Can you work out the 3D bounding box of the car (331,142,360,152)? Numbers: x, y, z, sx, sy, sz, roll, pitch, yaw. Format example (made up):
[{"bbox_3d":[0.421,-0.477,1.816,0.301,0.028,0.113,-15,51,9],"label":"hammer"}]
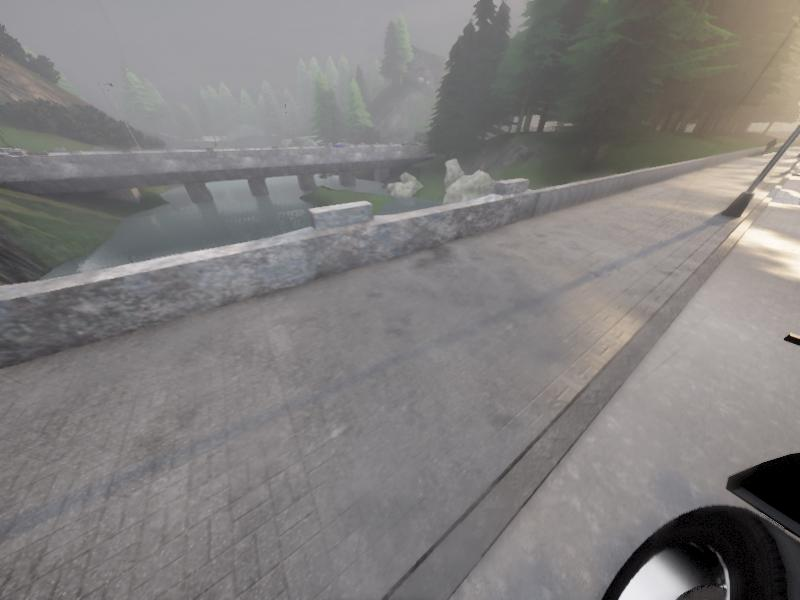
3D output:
[{"bbox_3d":[-10.751,-30.233,45.556,5.008,1.535,1.882,-21,40,-27],"label":"car"}]

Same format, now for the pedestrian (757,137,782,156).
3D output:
[{"bbox_3d":[46.214,-19.205,28.905,0.751,1.860,0.751,-21,40,-26],"label":"pedestrian"}]

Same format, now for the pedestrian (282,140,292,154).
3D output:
[{"bbox_3d":[-17.807,-24.083,36.391,0.751,1.860,0.751,-21,40,-27],"label":"pedestrian"}]

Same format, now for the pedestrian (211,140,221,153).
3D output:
[{"bbox_3d":[-33.500,-28.001,42.088,0.751,1.860,0.751,-20,40,-26],"label":"pedestrian"}]

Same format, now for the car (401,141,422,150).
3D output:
[{"bbox_3d":[2.663,-35.447,52.861,4.514,1.525,2.007,-21,40,-27],"label":"car"}]

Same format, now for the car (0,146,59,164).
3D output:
[{"bbox_3d":[-44.889,-16.979,26.966,5.238,1.638,1.930,-21,40,-27],"label":"car"}]
